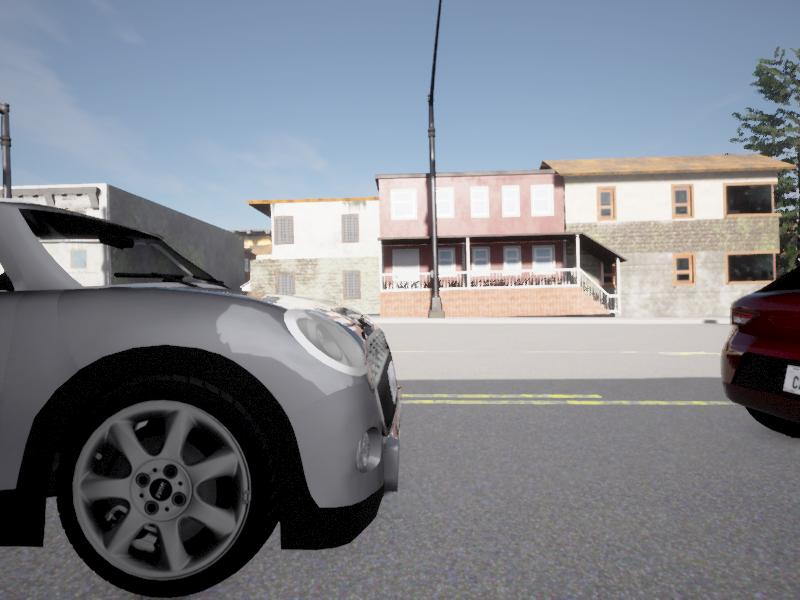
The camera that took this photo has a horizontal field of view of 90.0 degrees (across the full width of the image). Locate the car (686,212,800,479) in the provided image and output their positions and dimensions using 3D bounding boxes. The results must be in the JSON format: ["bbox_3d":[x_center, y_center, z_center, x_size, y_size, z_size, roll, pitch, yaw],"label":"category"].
[{"bbox_3d":[4.307,0.260,2.168,4.193,1.474,1.816,0,0,1],"label":"car"}]

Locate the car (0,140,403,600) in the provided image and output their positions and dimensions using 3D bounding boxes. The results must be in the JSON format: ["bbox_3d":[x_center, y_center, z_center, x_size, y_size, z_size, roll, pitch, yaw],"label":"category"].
[{"bbox_3d":[-1.899,0.258,2.237,3.806,1.475,1.970,0,0,1],"label":"car"}]

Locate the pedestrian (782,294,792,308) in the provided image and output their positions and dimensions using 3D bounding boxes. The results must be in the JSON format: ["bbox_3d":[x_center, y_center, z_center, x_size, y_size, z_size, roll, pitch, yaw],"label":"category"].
[{"bbox_3d":[32.776,0.081,33.867,0.500,1.100,0.500,-1,0,-40],"label":"pedestrian"}]
